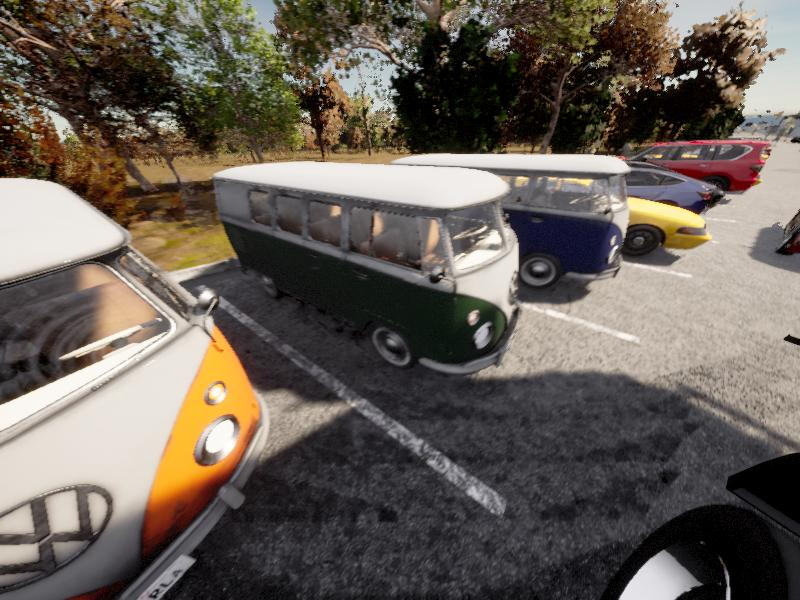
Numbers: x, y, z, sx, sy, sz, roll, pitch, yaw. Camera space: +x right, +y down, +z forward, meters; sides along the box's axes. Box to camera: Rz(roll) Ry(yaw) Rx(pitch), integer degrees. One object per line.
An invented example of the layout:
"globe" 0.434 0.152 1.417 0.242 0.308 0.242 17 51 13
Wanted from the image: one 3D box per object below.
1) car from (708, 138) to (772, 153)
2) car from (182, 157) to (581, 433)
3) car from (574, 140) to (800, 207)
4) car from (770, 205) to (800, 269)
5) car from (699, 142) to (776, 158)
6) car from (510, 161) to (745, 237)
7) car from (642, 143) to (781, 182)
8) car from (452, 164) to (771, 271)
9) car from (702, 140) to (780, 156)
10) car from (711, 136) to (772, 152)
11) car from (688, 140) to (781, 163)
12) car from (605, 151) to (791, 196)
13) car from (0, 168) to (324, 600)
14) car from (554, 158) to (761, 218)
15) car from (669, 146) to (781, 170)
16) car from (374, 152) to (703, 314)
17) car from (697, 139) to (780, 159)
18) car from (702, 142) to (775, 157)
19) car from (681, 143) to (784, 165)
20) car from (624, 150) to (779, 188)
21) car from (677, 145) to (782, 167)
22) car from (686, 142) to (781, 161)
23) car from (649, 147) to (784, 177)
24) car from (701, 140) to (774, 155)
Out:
"car" 49.221 -22.462 33.624 4.553 1.767 2.185 18 39 25
"car" -0.581 -0.748 3.249 4.442 1.987 1.878 21 40 29
"car" 11.485 -5.801 10.228 5.566 2.045 2.435 21 41 29
"car" 10.279 -1.620 4.894 4.181 1.385 1.994 -22 41 -28
"car" 40.035 -17.957 27.632 4.674 1.452 2.002 19 39 26
"car" 6.615 -3.574 7.616 4.792 1.488 2.163 21 41 29
"car" 18.801 -8.694 14.459 4.553 1.767 2.185 21 40 28
"car" 4.357 -2.537 6.112 5.366 1.575 1.946 21 40 29
"car" 44.796 -20.119 30.563 5.366 1.575 1.946 18 39 26
"car" 51.556 -23.638 35.088 4.442 1.987 1.878 17 38 25
"car" 33.020 -14.906 23.101 4.553 1.767 2.185 19 39 27
"car" 14.097 -6.534 11.663 5.366 1.575 1.946 21 40 28
"car" -3.019 0.251 1.863 4.442 1.987 1.878 21 40 29
"car" 9.104 -4.557 8.978 4.792 1.488 2.163 21 40 29
"car" 25.930 -11.646 18.831 4.792 1.488 2.163 20 40 28
"car" 1.859 -1.747 4.636 4.442 1.987 1.878 21 40 29
"car" 37.738 -17.010 26.028 4.553 1.767 2.185 19 40 26
"car" 42.341 -19.040 29.141 4.674 1.452 2.002 18 39 26
"car" 30.698 -13.737 21.688 5.008 1.535 2.097 20 40 27
"car" 16.367 -7.588 13.140 4.892 1.521 2.231 21 40 28
"car" 28.363 -12.666 20.247 4.792 1.488 2.163 20 39 27
"car" 35.227 -15.905 24.709 5.366 1.575 1.946 19 40 27
"car" 21.187 -9.610 15.949 5.008 1.535 2.097 21 40 28
"car" 46.761 -21.317 32.247 5.366 1.575 1.946 18 39 25
